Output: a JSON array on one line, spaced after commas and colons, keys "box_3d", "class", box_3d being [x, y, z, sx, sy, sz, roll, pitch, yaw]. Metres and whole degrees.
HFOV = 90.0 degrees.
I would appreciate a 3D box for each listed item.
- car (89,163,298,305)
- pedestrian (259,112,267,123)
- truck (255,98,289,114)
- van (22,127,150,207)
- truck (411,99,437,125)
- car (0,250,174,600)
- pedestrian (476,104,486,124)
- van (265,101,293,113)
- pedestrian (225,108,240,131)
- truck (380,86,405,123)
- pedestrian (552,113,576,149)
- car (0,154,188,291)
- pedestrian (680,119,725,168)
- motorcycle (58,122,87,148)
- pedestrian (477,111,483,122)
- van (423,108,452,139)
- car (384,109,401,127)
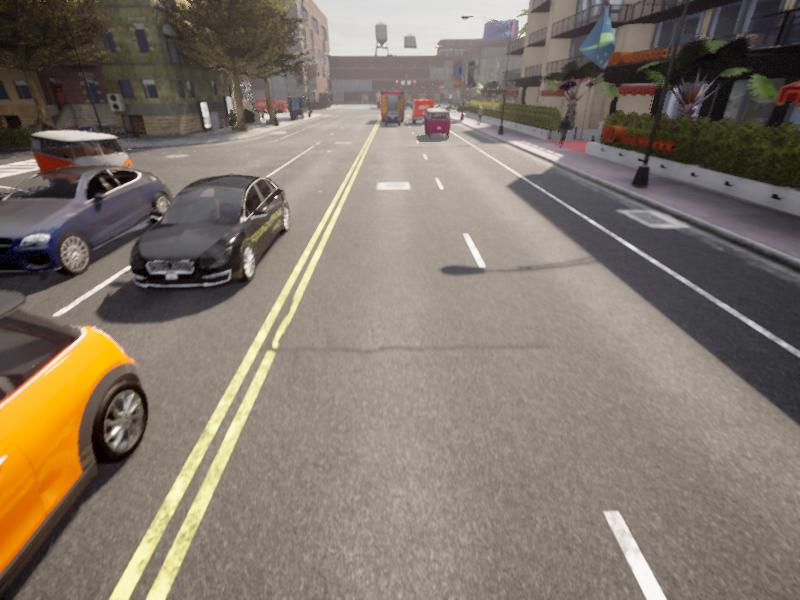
[{"box_3d": [-3.643, -1.705, 8.348, 1.837, 1.490, 4.892, -1, 27, -1], "class": "car"}, {"box_3d": [-15.910, -21.219, 46.476, 0.500, 1.100, 0.500, -1, 27, 0], "class": "pedestrian"}, {"box_3d": [-23.706, -35.948, 74.085, 5.204, 2.467, 2.627, 0, 27, 0], "class": "truck"}, {"box_3d": [-10.789, -4.699, 13.718, 4.442, 1.987, 1.775, 19, 33, 33], "class": "van"}, {"box_3d": [2.646, -21.889, 46.430, 2.627, 2.467, 5.204, -1, 27, -1], "class": "truck"}, {"box_3d": [-3.528, 1.388, 2.005, 2.097, 1.767, 4.553, -1, 27, -1], "class": "car"}, {"box_3d": [8.535, -19.664, 42.319, 0.751, 1.860, 0.751, 0, 27, 2], "class": "pedestrian"}, {"box_3d": [-23.376, -37.356, 77.300, 4.480, 2.038, 2.069, 0, 27, 0], "class": "van"}, {"box_3d": [-15.151, -16.385, 36.238, 0.751, 1.860, 0.751, 0, 27, 2], "class": "pedestrian"}, {"box_3d": [-0.933, -24.701, 50.468, 2.891, 3.827, 8.468, -1, 27, -1], "class": "truck"}, {"box_3d": [9.317, -9.598, 22.743, 0.751, 1.860, 0.751, 1, 27, 2], "class": "pedestrian"}, {"box_3d": [-7.151, -2.036, 8.894, 2.152, 1.651, 5.027, -1, 27, -1], "class": "car"}, {"box_3d": [12.707, -6.597, 16.868, 0.751, 1.860, 0.751, -1, 27, -1], "class": "pedestrian"}, {"box_3d": [-21.410, -10.824, 26.240, 0.764, 1.277, 2.356, -25, 35, -22], "class": "motorcycle"}, {"box_3d": [8.993, -20.632, 45.025, 0.500, 1.100, 0.500, 0, 27, 0], "class": "pedestrian"}, {"box_3d": [2.917, -14.202, 32.019, 1.775, 1.987, 4.442, -1, 27, -1], "class": "van"}, {"box_3d": [-0.785, -19.615, 43.059, 1.789, 1.549, 3.705, -1, 27, -1], "class": "car"}]
